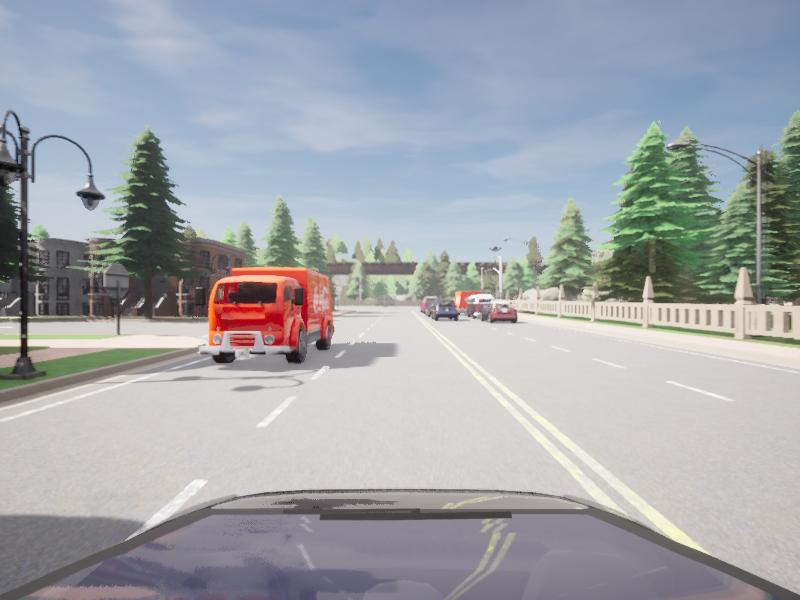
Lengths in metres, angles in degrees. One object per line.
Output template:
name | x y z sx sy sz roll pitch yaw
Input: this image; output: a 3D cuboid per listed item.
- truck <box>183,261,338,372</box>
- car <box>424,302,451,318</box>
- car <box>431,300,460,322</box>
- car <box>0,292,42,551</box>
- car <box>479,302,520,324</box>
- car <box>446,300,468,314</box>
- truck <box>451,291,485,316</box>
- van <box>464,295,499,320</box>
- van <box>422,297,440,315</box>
truck | -3.505 0.364 11.483 2.627 2.467 5.204 0 0 0
car | 3.492 0.913 38.362 2.033 1.411 5.357 0 0 0
car | 3.493 0.803 31.603 1.851 1.617 3.988 0 0 0
car | -3.500 0.772 0.213 1.930 1.638 5.238 0 0 0
car | 6.993 0.867 28.593 1.970 1.475 3.806 0 0 0
car | 6.986 0.801 49.283 2.033 1.649 4.856 0 0 0
truck | 6.992 0.376 41.782 2.627 2.467 5.204 0 0 0
van | 6.991 0.588 34.842 2.069 2.038 4.480 0 0 0
van | 3.488 0.620 45.465 1.775 1.987 4.442 0 0 0
